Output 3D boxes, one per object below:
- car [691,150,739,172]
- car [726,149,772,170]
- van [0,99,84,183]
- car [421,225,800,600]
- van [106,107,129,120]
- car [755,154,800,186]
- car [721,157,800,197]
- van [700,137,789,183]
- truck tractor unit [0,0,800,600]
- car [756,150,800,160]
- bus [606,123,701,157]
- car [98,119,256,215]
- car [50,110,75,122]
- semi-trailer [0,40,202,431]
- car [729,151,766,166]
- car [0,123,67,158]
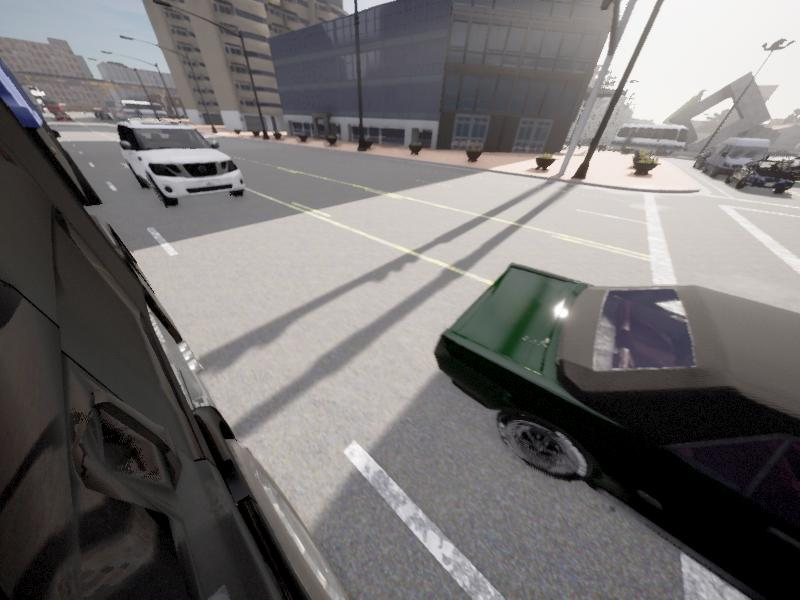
[{"bbox_3d":[30.831,-13.755,22.758,1.845,1.501,3.633,28,44,29],"label":"car"},{"bbox_3d":[40.009,-16.233,26.630,5.238,1.638,1.930,-29,48,-35],"label":"car"},{"bbox_3d":[-16.496,-6.915,9.888,6.366,2.431,2.351,27,43,30],"label":"van"},{"bbox_3d":[2.659,1.001,1.430,4.718,1.301,1.895,28,44,29],"label":"car"},{"bbox_3d":[-76.329,-50.402,62.444,6.366,2.431,2.351,29,44,29],"label":"van"},{"bbox_3d":[29.897,-9.831,17.420,1.930,1.638,5.238,29,44,30],"label":"car"},{"bbox_3d":[21.730,-7.503,13.870,1.816,1.474,4.193,29,44,30],"label":"car"},{"bbox_3d":[26.586,-11.198,18.229,1.988,2.561,5.915,29,44,30],"label":"van"},{"bbox_3d":[-2.645,-0.295,0.351,6.516,4.208,3.053,28,44,30],"label":"truck tractor unit"},{"bbox_3d":[86.226,-33.178,52.668,2.033,1.411,5.357,-5,38,-11],"label":"car"},{"bbox_3d":[45.426,-29.326,42.135,3.944,4.253,10.273,-13,40,-20],"label":"bus"},{"bbox_3d":[-7.616,-4.767,7.842,5.566,2.045,2.150,28,43,30],"label":"car"},{"bbox_3d":[-70.963,-38.614,48.556,4.611,1.667,2.242,29,44,28],"label":"car"},{"bbox_3d":[-8.715,-3.591,4.214,14.254,4.402,2.717,28,44,30],"label":"semi-trailer"},{"bbox_3d":[45.655,-18.605,30.322,4.193,1.474,1.816,-20,43,-27],"label":"car"},{"bbox_3d":[-23.663,-10.266,14.744,4.902,1.511,2.128,28,43,30],"label":"car"}]
